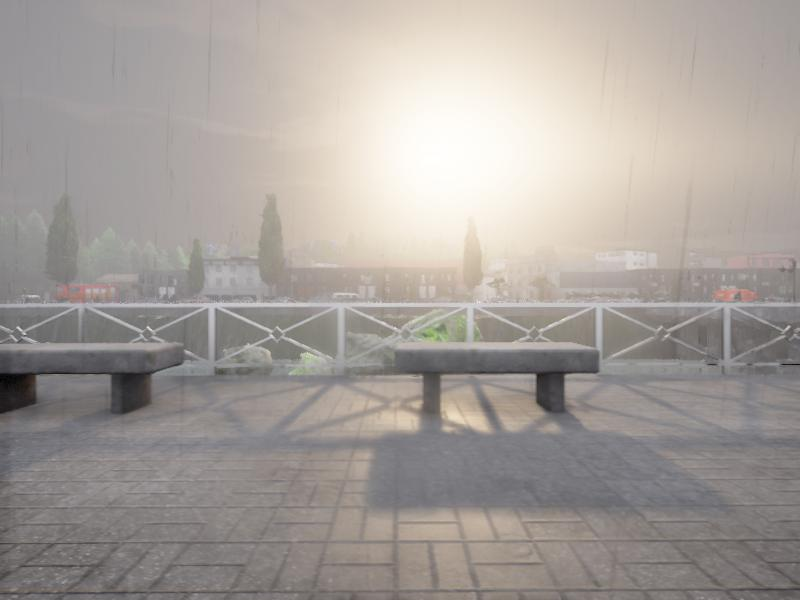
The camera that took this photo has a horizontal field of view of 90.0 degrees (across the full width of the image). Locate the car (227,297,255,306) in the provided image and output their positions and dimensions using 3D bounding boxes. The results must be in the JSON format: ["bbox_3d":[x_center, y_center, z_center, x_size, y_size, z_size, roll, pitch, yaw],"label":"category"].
[{"bbox_3d":[-25.483,0.276,64.220,3.806,1.475,1.970,0,0,-1],"label":"car"}]

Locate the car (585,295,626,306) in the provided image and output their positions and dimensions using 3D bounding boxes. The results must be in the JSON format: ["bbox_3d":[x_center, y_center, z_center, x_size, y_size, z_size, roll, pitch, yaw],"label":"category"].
[{"bbox_3d":[31.025,0.142,60.557,5.238,1.638,1.930,0,0,0],"label":"car"}]

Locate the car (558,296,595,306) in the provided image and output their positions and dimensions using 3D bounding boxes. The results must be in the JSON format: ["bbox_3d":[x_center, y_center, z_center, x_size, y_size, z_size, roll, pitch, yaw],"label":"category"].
[{"bbox_3d":[28.425,0.170,64.543,4.974,1.542,2.038,0,0,0],"label":"car"}]

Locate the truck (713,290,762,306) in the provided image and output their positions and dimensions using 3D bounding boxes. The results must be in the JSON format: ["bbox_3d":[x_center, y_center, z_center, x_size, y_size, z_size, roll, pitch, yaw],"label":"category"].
[{"bbox_3d":[51.177,-0.292,60.674,5.204,2.467,2.627,0,0,0],"label":"truck"}]

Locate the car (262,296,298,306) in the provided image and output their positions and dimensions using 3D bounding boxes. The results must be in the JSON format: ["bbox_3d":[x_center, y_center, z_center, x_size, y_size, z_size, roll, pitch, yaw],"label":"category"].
[{"bbox_3d":[-19.282,0.188,64.262,5.238,1.638,1.930,0,0,0],"label":"car"}]

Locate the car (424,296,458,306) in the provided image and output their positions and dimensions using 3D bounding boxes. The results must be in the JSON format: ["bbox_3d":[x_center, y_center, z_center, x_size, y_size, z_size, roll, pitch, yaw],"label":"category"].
[{"bbox_3d":[6.622,0.164,64.394,5.238,1.638,1.930,0,0,0],"label":"car"}]

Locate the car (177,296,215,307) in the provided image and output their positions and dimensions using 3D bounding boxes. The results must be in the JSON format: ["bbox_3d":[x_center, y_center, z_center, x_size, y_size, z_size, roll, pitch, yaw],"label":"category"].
[{"bbox_3d":[-32.631,0.210,64.183,5.027,1.651,2.152,0,0,0],"label":"car"}]

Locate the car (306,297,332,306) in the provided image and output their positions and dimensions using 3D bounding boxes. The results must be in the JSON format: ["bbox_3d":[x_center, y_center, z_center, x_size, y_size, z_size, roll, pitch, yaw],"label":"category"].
[{"bbox_3d":[-13.017,0.265,64.295,3.806,1.475,1.970,0,0,0],"label":"car"}]

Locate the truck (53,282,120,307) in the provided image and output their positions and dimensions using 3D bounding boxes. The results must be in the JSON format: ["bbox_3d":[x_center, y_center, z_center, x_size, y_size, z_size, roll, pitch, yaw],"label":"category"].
[{"bbox_3d":[-50.103,-0.886,64.083,8.468,3.827,2.891,0,0,0],"label":"truck"}]

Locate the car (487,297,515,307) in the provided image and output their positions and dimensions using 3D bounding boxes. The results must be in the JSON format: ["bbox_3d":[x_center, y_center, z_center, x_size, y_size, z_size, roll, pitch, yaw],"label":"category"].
[{"bbox_3d":[15.216,0.239,60.465,3.806,1.475,1.970,0,0,0],"label":"car"}]

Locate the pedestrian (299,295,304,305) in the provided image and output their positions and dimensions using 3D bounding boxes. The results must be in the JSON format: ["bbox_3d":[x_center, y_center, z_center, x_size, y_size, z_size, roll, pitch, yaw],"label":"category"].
[{"bbox_3d":[-17.577,-0.037,71.304,0.751,1.860,0.751,0,0,-1],"label":"pedestrian"}]

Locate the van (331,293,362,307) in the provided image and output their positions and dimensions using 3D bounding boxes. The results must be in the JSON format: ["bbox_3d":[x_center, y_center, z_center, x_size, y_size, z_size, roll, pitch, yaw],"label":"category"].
[{"bbox_3d":[-8.033,-0.021,60.330,4.480,2.038,2.069,0,0,0],"label":"van"}]

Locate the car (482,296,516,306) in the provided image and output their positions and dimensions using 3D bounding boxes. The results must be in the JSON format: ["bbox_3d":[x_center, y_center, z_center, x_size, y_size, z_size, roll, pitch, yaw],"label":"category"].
[{"bbox_3d":[15.914,0.163,64.456,4.856,1.649,2.033,0,0,0],"label":"car"}]
